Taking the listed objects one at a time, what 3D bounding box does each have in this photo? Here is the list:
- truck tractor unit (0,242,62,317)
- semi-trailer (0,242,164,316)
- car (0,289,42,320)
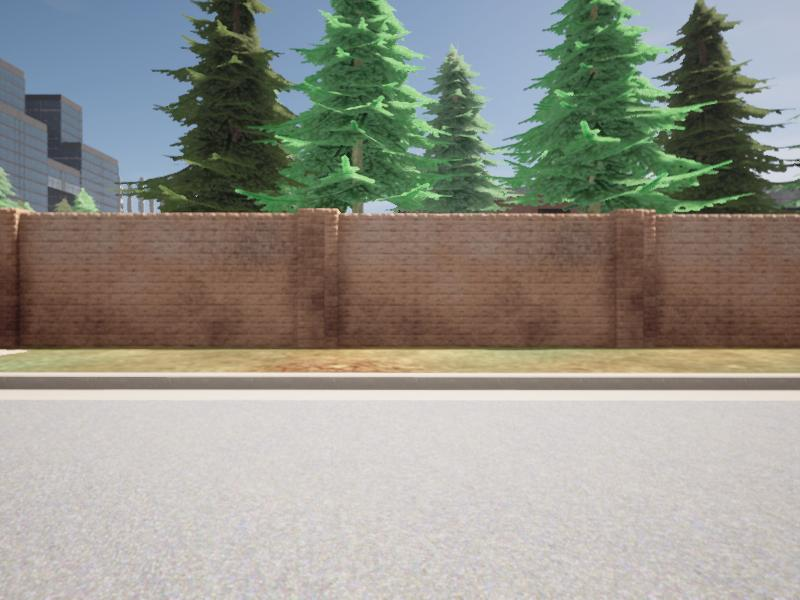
[{"bbox_3d":[-23.838,-1.146,23.104,3.053,4.208,6.516,0,0,0],"label":"truck tractor unit"},{"bbox_3d":[-23.867,-1.239,31.020,2.717,4.402,14.254,0,0,0],"label":"semi-trailer"},{"bbox_3d":[-20.329,0.210,19.843,1.845,1.501,3.633,0,0,0],"label":"car"}]
